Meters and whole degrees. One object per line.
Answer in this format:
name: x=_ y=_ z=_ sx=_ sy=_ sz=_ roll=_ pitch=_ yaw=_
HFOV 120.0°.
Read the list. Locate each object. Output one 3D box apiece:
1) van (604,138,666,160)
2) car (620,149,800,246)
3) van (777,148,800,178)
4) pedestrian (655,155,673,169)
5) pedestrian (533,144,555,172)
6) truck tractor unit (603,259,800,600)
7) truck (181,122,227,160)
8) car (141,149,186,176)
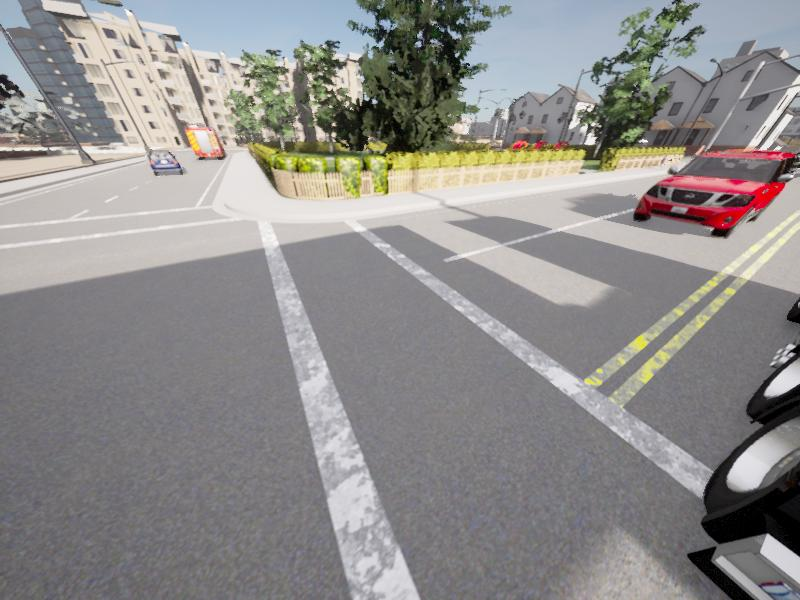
van: x=35.735 y=-23.224 z=35.444 sx=1.988 sy=2.561 sz=5.915 roll=-18 pitch=39 yaw=-24
car: x=10.240 y=-3.580 z=7.441 sx=5.566 sy=2.045 sz=2.150 roll=-18 pitch=39 yaw=-25
van: x=32.796 y=-10.932 z=18.198 sx=4.480 sy=2.038 sz=2.069 roll=-18 pitch=39 yaw=-25
pedestrian: x=23.656 y=-12.378 z=20.713 sx=0.500 sy=1.100 sz=0.500 roll=-14 pitch=37 yaw=-20
pedestrian: x=11.465 y=-11.327 z=18.442 sx=0.751 sy=1.860 sz=0.751 roll=2 pitch=35 yaw=3
truck tractor unit: x=5.098 y=-0.314 z=0.790 sx=6.516 sy=4.208 sz=3.053 roll=-19 pitch=39 yaw=-24
truck: x=-26.125 y=-21.488 z=31.310 sx=2.891 sy=3.827 sz=8.468 roll=-18 pitch=39 yaw=-24
car: x=-18.202 y=-10.689 z=17.844 sx=1.789 sy=1.549 sz=3.705 roll=-25 pitch=42 yaw=-32
